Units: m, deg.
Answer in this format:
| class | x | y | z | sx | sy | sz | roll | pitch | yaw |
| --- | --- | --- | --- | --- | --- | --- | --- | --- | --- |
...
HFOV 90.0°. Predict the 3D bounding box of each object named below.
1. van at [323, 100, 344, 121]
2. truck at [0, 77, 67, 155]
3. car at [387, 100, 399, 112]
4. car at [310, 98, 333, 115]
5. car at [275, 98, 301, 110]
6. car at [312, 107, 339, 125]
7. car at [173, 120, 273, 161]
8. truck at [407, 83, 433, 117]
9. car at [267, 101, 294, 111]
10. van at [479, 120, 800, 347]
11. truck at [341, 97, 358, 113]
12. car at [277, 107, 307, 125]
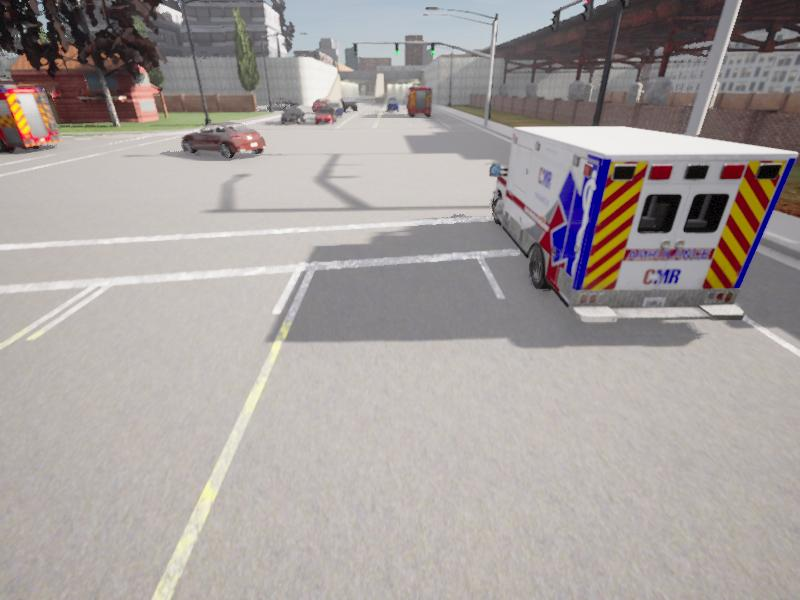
| class | x | y | z | sx | sy | sz | roll | pitch | yaw |
| --- | --- | --- | --- | --- | --- | --- | --- | --- | --- |
| van | -7.848 | -22.523 | 47.488 | 1.775 | 1.987 | 4.442 | -1 | 28 | -1 |
| truck | -25.152 | -10.549 | 22.937 | 8.468 | 3.827 | 2.891 | -1 | 28 | -1 |
| car | -1.174 | -31.443 | 64.854 | 1.882 | 1.535 | 5.008 | -1 | 28 | -1 |
| car | -11.296 | -28.250 | 58.329 | 2.150 | 2.045 | 5.566 | 0 | 28 | 1 |
| car | -19.593 | -34.369 | 70.184 | 3.866 | 1.878 | 1.905 | -1 | 28 | -1 |
| car | -7.738 | -19.331 | 41.923 | 2.007 | 1.525 | 4.514 | -1 | 28 | -1 |
| car | -9.589 | -8.709 | 21.635 | 5.027 | 1.651 | 2.152 | 16 | 32 | 28 |
| truck | 2.527 | -26.896 | 53.738 | 2.891 | 3.827 | 8.468 | -1 | 28 | -1 |
| car | -20.058 | -32.555 | 67.184 | 3.806 | 1.475 | 1.970 | -1 | 28 | -1 |
| van | 3.406 | -1.925 | 7.687 | 2.351 | 2.431 | 6.366 | -1 | 27 | -1 |
| truck | -7.932 | -30.726 | 62.945 | 2.390 | 2.098 | 6.274 | -4 | 28 | -7 |
| car | -11.243 | -19.383 | 42.086 | 1.837 | 1.490 | 4.892 | -1 | 28 | -1 |
